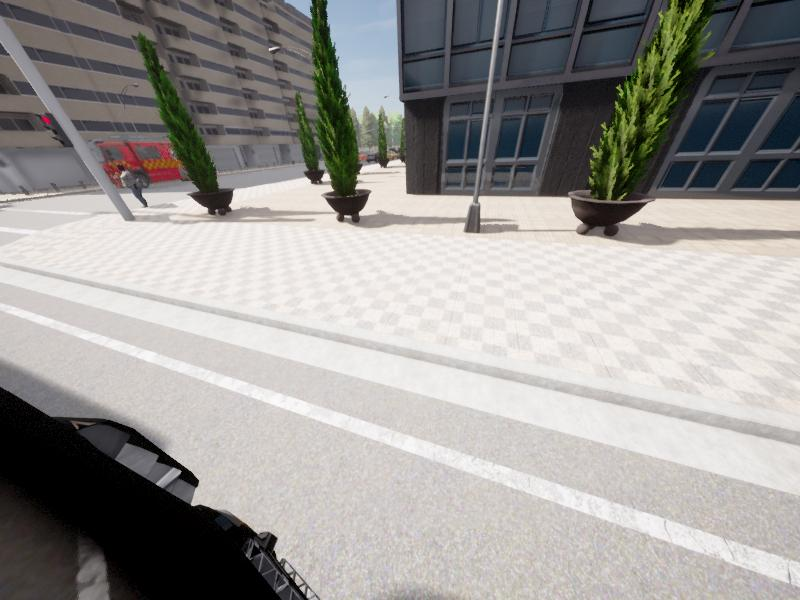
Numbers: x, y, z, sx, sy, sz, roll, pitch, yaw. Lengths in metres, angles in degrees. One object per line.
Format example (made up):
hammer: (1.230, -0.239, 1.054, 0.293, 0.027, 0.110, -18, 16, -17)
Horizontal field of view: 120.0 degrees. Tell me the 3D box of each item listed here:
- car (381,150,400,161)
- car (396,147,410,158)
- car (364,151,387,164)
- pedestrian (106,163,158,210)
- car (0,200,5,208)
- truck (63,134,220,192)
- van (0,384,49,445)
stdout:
car: (-1.709, -28.028, 44.691, 1.801, 1.575, 5.366, 9, 35, 17)
car: (0.758, -32.199, 50.488, 1.905, 1.878, 3.866, 9, 35, 17)
car: (-4.032, -24.202, 39.166, 2.007, 1.525, 4.514, 9, 35, 17)
pedestrian: (-12.472, -5.315, 10.801, 0.751, 1.860, 0.751, 22, 41, 32)
car: (-27.149, -5.353, 12.765, 2.033, 1.411, 5.357, 19, 40, 29)
truck: (-22.516, -12.733, 21.278, 2.891, 3.827, 8.468, 9, 35, 17)
van: (-6.109, 0.535, 1.817, 4.442, 1.987, 1.775, 9, 35, 17)
